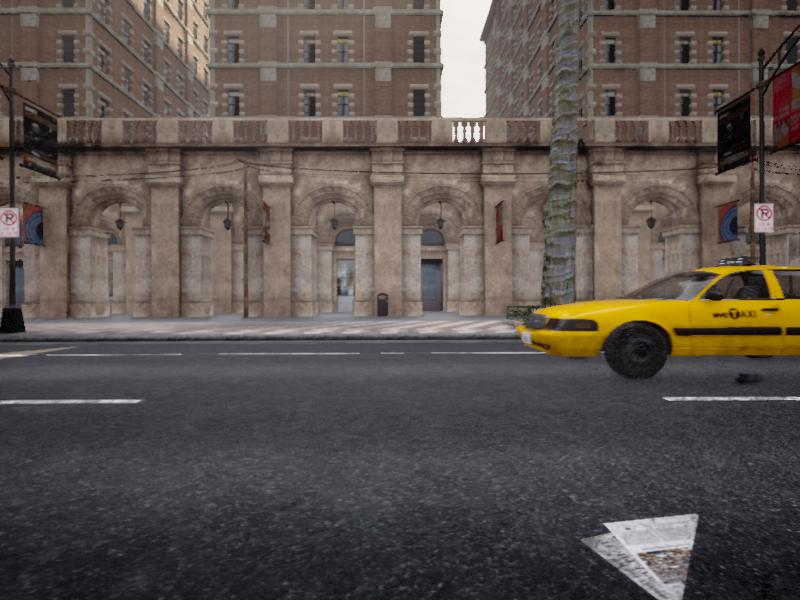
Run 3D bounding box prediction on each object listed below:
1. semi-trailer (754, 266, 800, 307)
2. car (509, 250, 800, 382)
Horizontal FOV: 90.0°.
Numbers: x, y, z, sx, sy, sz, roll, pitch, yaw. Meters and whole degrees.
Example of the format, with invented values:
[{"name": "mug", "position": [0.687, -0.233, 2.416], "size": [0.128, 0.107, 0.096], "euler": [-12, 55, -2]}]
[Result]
[{"name": "semi-trailer", "position": [44.826, -1.444, 42.011], "size": [2.717, 4.402, 14.254], "euler": [0, 0, 0]}, {"name": "car", "position": [4.487, 0.182, 5.726], "size": [5.366, 1.575, 1.801], "euler": [0, 0, 0]}]
